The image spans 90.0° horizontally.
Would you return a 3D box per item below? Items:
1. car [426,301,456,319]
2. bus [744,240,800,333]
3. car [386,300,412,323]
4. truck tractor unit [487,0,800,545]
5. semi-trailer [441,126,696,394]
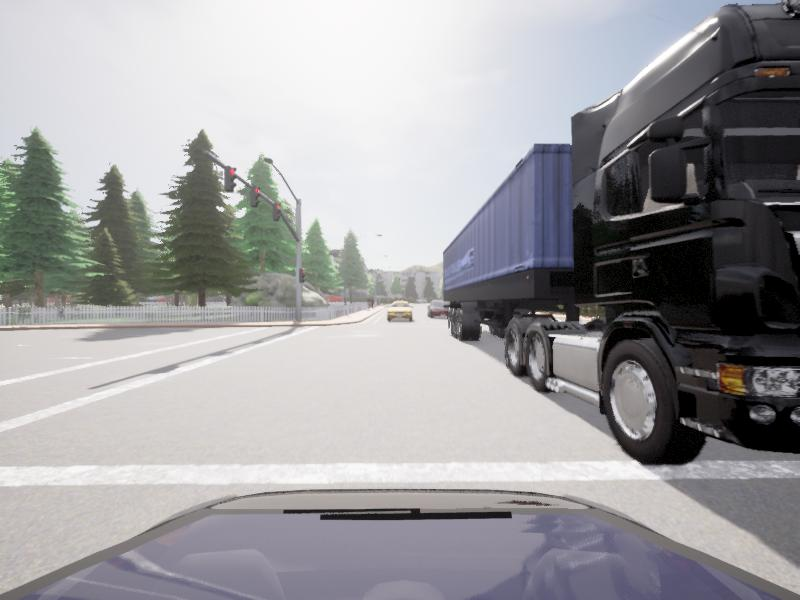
[{"bbox_3d":[3.482,0.816,35.032,2.163,1.488,4.792,0,0,0],"label":"car"},{"bbox_3d":[23.605,-0.607,19.498,10.273,4.253,3.944,0,0,0],"label":"bus"},{"bbox_3d":[0.030,0.771,30.410,1.801,1.575,5.366,0,0,2],"label":"car"},{"bbox_3d":[3.494,-0.561,5.777,3.053,4.208,6.516,0,0,0],"label":"truck tractor unit"},{"bbox_3d":[3.490,-0.650,13.695,2.717,4.402,14.254,0,0,0],"label":"semi-trailer"}]
